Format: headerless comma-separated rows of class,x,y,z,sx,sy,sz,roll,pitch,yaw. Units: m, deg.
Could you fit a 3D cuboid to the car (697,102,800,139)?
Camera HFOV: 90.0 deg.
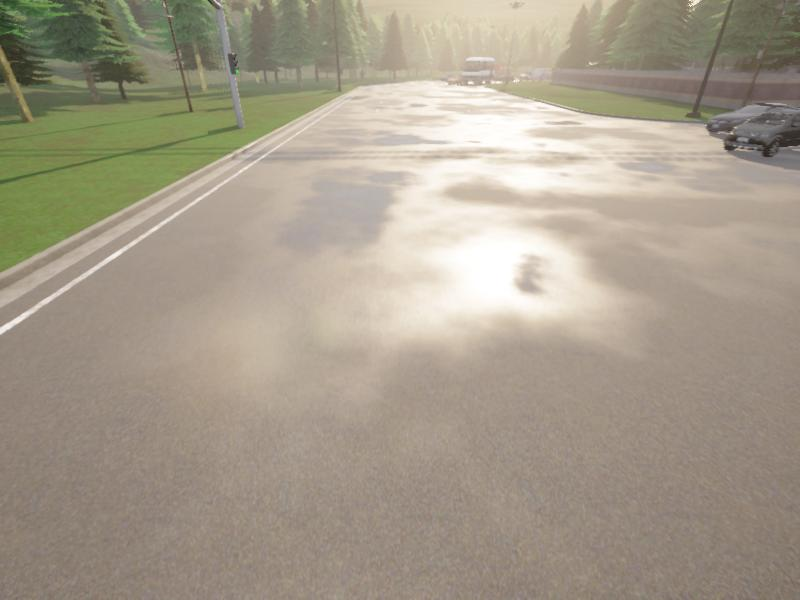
car,17.685,-8.870,19.675,4.674,1.442,1.812,-4,30,-8

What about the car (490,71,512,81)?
car,22.578,-50.114,89.562,4.605,1.855,1.932,-17,35,-27

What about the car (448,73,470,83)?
car,12.077,-45.278,81.540,2.033,1.649,4.856,21,37,32

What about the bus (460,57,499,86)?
bus,14.517,-41.728,72.906,3.944,4.253,10.273,14,33,22

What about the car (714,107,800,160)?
car,14.840,-6.624,15.732,3.705,1.549,1.789,-11,31,-17

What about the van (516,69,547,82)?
van,28.067,-47.874,85.191,6.366,2.431,2.351,-17,35,-27

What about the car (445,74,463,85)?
car,9.861,-39.845,72.381,1.801,1.575,5.366,11,32,18

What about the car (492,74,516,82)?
car,22.405,-47.762,85.945,4.792,1.488,2.163,-20,36,-30
